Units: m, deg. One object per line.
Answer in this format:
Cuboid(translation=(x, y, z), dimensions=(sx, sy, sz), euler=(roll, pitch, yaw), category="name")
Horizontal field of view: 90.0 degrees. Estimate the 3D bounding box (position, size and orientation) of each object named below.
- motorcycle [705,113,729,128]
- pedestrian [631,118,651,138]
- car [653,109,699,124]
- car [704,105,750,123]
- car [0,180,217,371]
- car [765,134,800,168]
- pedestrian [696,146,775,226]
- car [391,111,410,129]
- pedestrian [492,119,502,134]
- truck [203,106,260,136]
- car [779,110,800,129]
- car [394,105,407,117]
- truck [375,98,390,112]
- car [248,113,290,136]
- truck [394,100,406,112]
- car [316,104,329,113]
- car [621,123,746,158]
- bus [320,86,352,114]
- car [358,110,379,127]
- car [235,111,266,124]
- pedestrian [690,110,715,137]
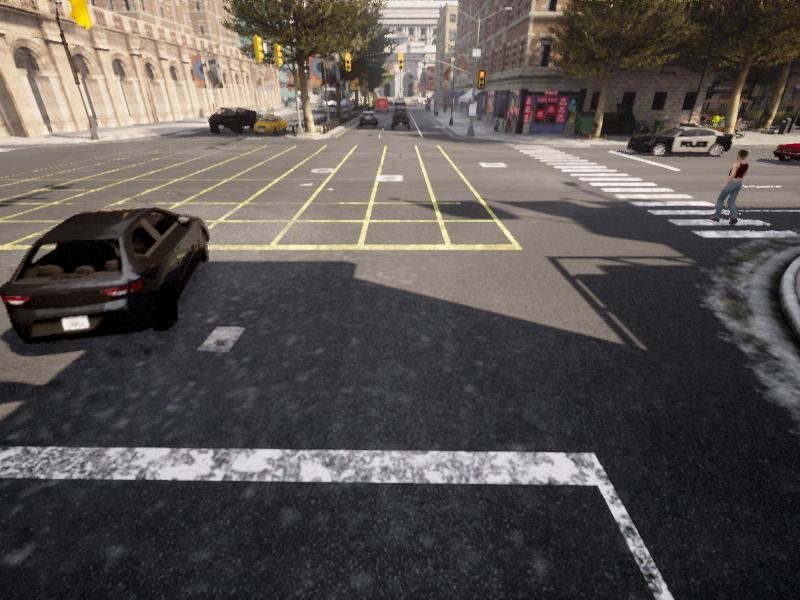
Cuboid(translation=(32.136, -18.186, 40.561), dimensions=(2.033, 1.145, 0.803), euler=(-15, 41, -27), category="motorcycle")
Cuboid(translation=(18.220, -13.013, 30.253), dimensions=(0.751, 1.300, 0.751), euler=(1, 27, 2), category="pedestrian")
Cuboid(translation=(34.412, -23.046, 50.060), dimensions=(2.231, 1.521, 4.892), euler=(0, 27, 0), category="car")
Cuboid(translation=(41.639, -23.817, 51.114), dimensions=(1.932, 1.855, 4.605), euler=(0, 28, 0), category="car")
Cuboid(translation=(-4.481, -0.810, 6.616), dimensions=(1.816, 1.474, 4.193), euler=(-6, 28, -12), category="car")
Cuboid(translation=(21.018, -7.203, 19.295), dimensions=(4.718, 1.301, 1.895), euler=(0, 27, 0), category="car")
Cuboid(translation=(8.518, -2.910, 10.240), dimensions=(0.751, 1.860, 0.751), euler=(-1, 27, -2), category="pedestrian")
Cuboid(translation=(0.060, -18.825, 41.784), dimensions=(1.837, 1.490, 4.892), euler=(0, 27, 0), category="car")
Cuboid(translation=(8.025, -14.284, 32.957), dimensions=(0.500, 1.100, 0.500), euler=(-10, 29, -18), category="pedestrian")
Cuboid(translation=(-14.909, -16.191, 35.980), dimensions=(2.390, 2.098, 6.274), euler=(0, 27, 0), category="truck")
Cuboid(translation=(41.659, -18.429, 40.878), dimensions=(1.851, 1.617, 3.988), euler=(0, 27, 0), category="car")
Cuboid(translation=(0.061, -30.624, 64.672), dimensions=(1.930, 1.638, 5.238), euler=(0, 27, 0), category="car")
Cuboid(translation=(-3.477, -39.647, 81.407), dimensions=(2.627, 2.467, 5.204), euler=(0, 28, 1), category="truck")
Cuboid(translation=(-11.399, -15.529, 35.255), dimensions=(1.801, 1.575, 5.366), euler=(0, 27, 1), category="car")
Cuboid(translation=(0.065, -41.091, 84.617), dimensions=(2.390, 2.098, 6.274), euler=(0, 27, 0), category="truck")
Cuboid(translation=(-14.967, -37.164, 77.584), dimensions=(1.845, 1.501, 3.633), euler=(-1, 28, 0), category="car")
Cuboid(translation=(15.611, -8.951, 22.332), dimensions=(5.238, 1.638, 1.930), euler=(0, 27, 0), category="car")
Cuboid(translation=(-11.341, -35.765, 71.885), dimensions=(3.944, 4.253, 10.273), euler=(0, 26, 0), category="bus")
Cuboid(translation=(-3.436, -20.176, 44.444), dimensions=(1.970, 1.475, 3.806), euler=(0, 27, 0), category="car")
Cuboid(translation=(-18.183, -22.350, 48.882), dimensions=(1.895, 1.301, 4.718), euler=(0, 27, 0), category="car")
Cuboid(translation=(23.051, -13.475, 30.540), dimensions=(0.751, 1.860, 0.751), euler=(-2, 27, -5), category="pedestrian")
